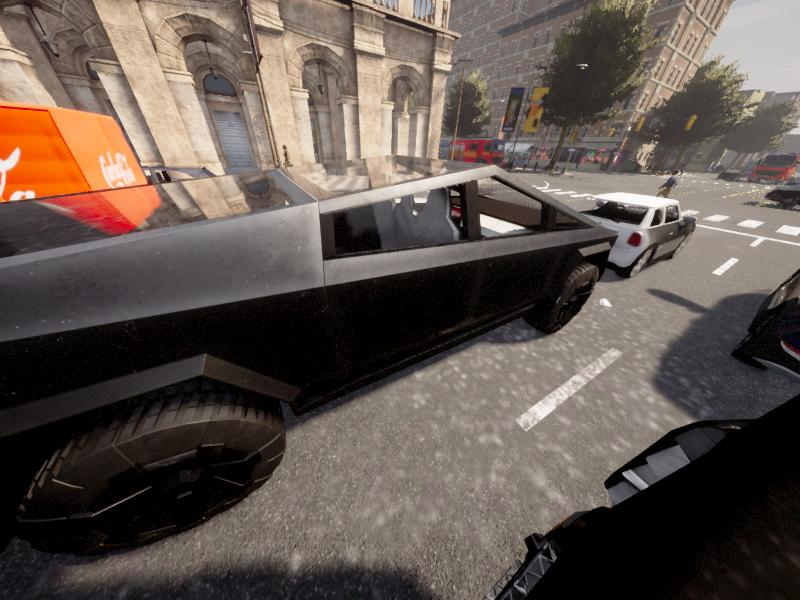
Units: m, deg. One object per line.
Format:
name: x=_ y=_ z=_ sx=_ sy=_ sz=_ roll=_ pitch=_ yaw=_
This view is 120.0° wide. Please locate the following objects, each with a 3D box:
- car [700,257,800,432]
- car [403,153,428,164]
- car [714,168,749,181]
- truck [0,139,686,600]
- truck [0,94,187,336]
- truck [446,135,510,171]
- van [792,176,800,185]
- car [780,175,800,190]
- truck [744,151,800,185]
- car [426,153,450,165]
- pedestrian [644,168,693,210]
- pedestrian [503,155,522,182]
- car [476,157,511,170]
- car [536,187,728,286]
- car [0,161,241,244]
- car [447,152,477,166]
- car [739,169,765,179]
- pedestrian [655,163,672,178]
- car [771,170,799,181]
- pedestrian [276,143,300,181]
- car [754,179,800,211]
car: x=6.275 y=0.179 z=2.691 sx=4.856 sy=1.649 sz=2.033 roll=-16 pitch=38 yaw=-26
car: x=2.528 y=-24.522 z=39.890 sx=1.895 sy=1.301 sz=4.718 roll=-16 pitch=38 yaw=-26
car: x=51.942 y=-19.725 z=36.182 sx=5.238 sy=1.638 sz=1.930 roll=-17 pitch=38 yaw=-27
truck: x=-0.123 y=-0.414 z=2.663 sx=6.274 sy=2.098 sz=2.390 roll=-16 pitch=38 yaw=-26
truck: x=-6.555 y=-0.977 z=2.693 sx=5.204 sy=2.467 sz=2.627 roll=-15 pitch=38 yaw=-26
truck: x=10.717 y=-21.072 z=33.049 sx=2.891 sy=3.827 sz=8.468 roll=-16 pitch=38 yaw=-26
van: x=61.213 y=-18.232 z=33.939 sx=6.366 sy=2.431 sz=2.351 roll=-16 pitch=38 yaw=-26
car: x=47.067 y=-13.720 z=27.010 sx=4.181 sy=1.385 sz=1.994 roll=-16 pitch=38 yaw=-26
truck: x=54.915 y=-19.236 z=33.701 sx=8.468 sy=3.827 sz=2.891 roll=-16 pitch=38 yaw=-26
car: x=6.426 y=-24.316 z=39.726 sx=1.970 sy=1.475 sz=3.806 roll=-16 pitch=38 yaw=-26
pedestrian: x=13.775 y=-5.727 z=11.910 sx=0.751 sy=1.860 sz=0.751 roll=-17 pitch=38 yaw=-27
pedestrian: x=8.978 y=-10.548 z=18.525 sx=0.751 sy=1.860 sz=0.751 roll=23 pitch=38 yaw=27
car: x=13.992 y=-20.585 z=34.857 sx=1.895 sy=1.301 sz=4.718 roll=-16 pitch=38 yaw=-26
car: x=5.756 y=-1.852 z=5.846 sx=3.806 sy=1.475 sz=1.970 roll=-16 pitch=38 yaw=-26
car: x=-6.687 y=-2.797 z=6.259 sx=3.633 sy=1.501 sz=1.845 roll=-16 pitch=38 yaw=-26
car: x=10.545 y=-24.231 z=39.629 sx=2.097 sy=1.767 sz=4.553 roll=-16 pitch=38 yaw=-26
car: x=66.695 y=-23.898 z=43.784 sx=4.674 sy=1.442 sz=1.812 roll=-16 pitch=38 yaw=-26
pedestrian: x=37.977 y=-18.694 z=33.308 sx=0.751 sy=1.860 sz=0.751 roll=-15 pitch=38 yaw=-25
car: x=71.405 y=-23.053 z=42.787 sx=5.366 sy=1.575 sz=1.801 roll=-16 pitch=38 yaw=-26
pedestrian: x=-6.714 y=-8.270 z=13.881 sx=0.751 sy=1.860 sz=0.751 roll=-20 pitch=40 yaw=-30
car: x=25.076 y=-5.791 z=13.240 sx=2.128 sy=1.511 sz=4.902 roll=-16 pitch=38 yaw=-26
